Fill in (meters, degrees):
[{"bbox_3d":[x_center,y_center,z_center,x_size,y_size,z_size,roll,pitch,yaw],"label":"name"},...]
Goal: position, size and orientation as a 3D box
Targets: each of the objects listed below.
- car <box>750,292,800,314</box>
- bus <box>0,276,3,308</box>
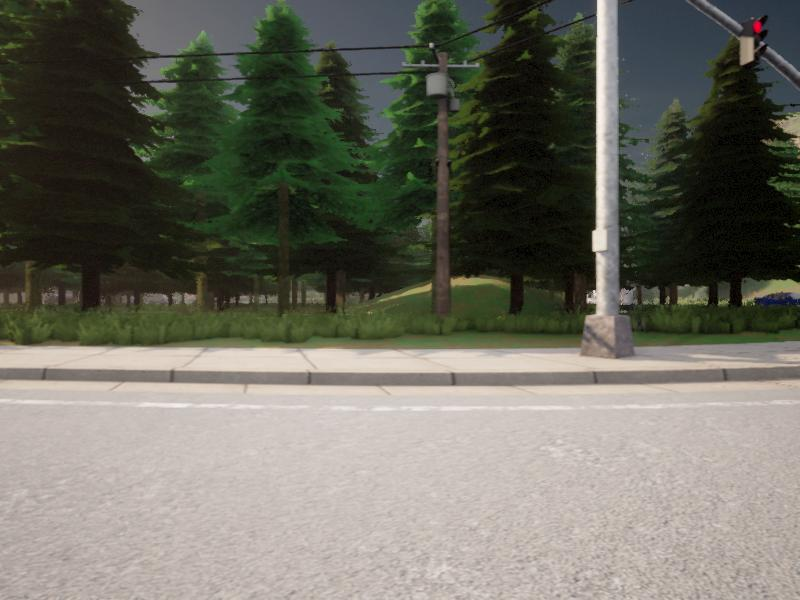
[{"bbox_3d":[28.252,0.199,28.800,1.882,1.535,5.008,0,0,4],"label":"car"},{"bbox_3d":[-55.185,-1.056,48.244,3.944,4.253,10.273,0,0,4],"label":"bus"}]
